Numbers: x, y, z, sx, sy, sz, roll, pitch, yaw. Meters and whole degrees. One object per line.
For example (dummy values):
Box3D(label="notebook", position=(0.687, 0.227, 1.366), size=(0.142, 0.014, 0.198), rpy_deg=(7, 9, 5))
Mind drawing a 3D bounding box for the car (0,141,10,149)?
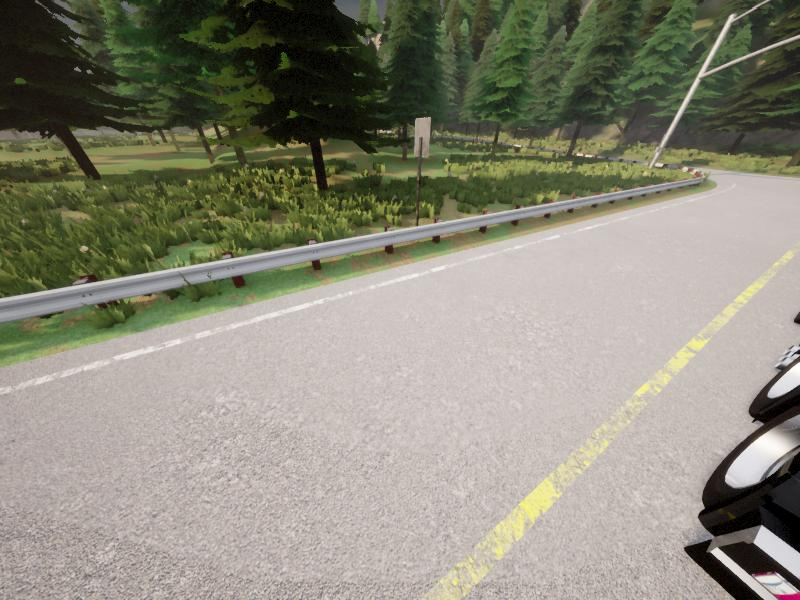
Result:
Box3D(label="car", position=(-95.256, -35.706, 53.312), size=(5.008, 1.535, 1.882), rpy_deg=(-18, 39, -25))

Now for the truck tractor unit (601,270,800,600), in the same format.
Box3D(label="truck tractor unit", position=(5.120, -0.292, 0.768), size=(6.516, 4.208, 3.053), rpy_deg=(-18, 39, -24))
